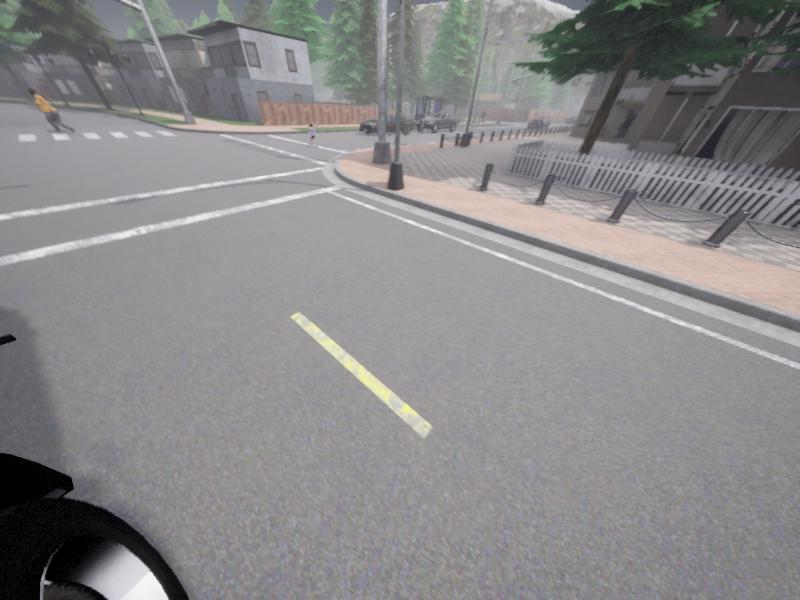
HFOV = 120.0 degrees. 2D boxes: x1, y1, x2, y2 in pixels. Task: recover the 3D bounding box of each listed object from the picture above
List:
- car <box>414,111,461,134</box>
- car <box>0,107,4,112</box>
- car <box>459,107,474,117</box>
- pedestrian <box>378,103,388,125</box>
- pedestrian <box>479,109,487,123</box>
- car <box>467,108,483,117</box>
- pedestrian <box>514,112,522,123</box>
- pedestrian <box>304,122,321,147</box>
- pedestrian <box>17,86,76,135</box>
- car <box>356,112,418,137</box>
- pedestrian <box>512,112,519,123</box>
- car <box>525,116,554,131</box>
[{"bbox_3d":[3.952,-18.505,24.017,2.152,1.651,5.027,32,48,29],"label":"car"},{"bbox_3d":[-35.826,-16.520,19.017,4.181,1.385,1.994,18,42,16],"label":"car"},{"bbox_3d":[18.139,-51.357,63.152,1.905,1.878,3.866,31,48,29],"label":"car"},{"bbox_3d":[-1.886,-20.710,25.732,0.751,1.860,0.751,32,48,29],"label":"pedestrian"},{"bbox_3d":[14.593,-32.444,40.675,0.751,1.860,0.751,30,47,27],"label":"pedestrian"},{"bbox_3d":[20.286,-50.400,62.179,1.932,1.855,4.605,31,48,29],"label":"car"},{"bbox_3d":[25.294,-39.055,49.412,0.751,1.860,0.751,29,47,27],"label":"pedestrian"},{"bbox_3d":[-4.839,-9.158,12.788,0.500,1.100,0.500,26,45,24],"label":"pedestrian"},{"bbox_3d":[-18.010,-9.661,11.823,0.751,1.860,0.751,29,46,27],"label":"pedestrian"},{"bbox_3d":[-0.955,-15.112,19.862,2.033,1.411,5.357,32,48,30],"label":"car"},{"bbox_3d":[25.258,-39.962,50.471,0.751,1.860,0.751,27,46,26],"label":"pedestrian"},{"bbox_3d":[21.222,-26.753,34.997,2.038,1.542,4.974,32,48,29],"label":"car"}]
